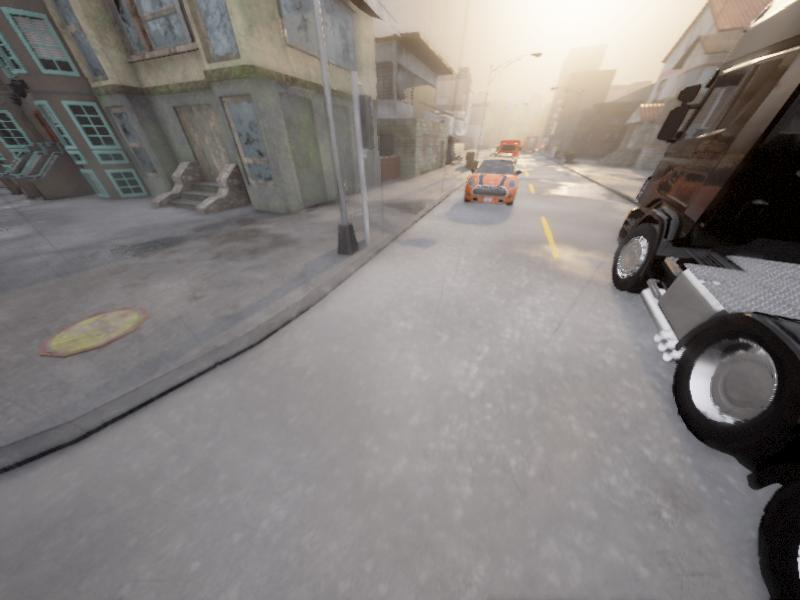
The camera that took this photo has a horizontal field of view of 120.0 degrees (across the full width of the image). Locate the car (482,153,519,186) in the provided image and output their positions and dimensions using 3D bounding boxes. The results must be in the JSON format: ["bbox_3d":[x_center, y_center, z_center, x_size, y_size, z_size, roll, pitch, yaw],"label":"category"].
[{"bbox_3d":[6.991,-9.142,15.974,1.851,1.617,3.988,13,37,18],"label":"car"}]

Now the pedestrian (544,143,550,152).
[{"bbox_3d":[35.456,-36.749,55.748,0.751,1.860,0.751,13,37,18],"label":"pedestrian"}]

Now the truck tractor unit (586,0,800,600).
[{"bbox_3d":[4.328,-0.727,1.399,3.053,4.208,6.516,16,38,22],"label":"truck tractor unit"}]

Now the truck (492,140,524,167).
[{"bbox_3d":[12.527,-17.057,26.740,2.627,2.467,5.204,13,37,18],"label":"truck"}]

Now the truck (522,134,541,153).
[{"bbox_3d":[33.139,-39.845,58.748,2.891,3.827,8.468,13,37,18],"label":"truck"}]

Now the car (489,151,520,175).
[{"bbox_3d":[9.575,-12.638,21.136,2.038,1.542,4.974,13,37,18],"label":"car"}]

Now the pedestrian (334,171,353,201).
[{"bbox_3d":[-2.464,-4.999,10.164,0.500,1.100,0.500,13,37,19],"label":"pedestrian"}]

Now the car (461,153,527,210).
[{"bbox_3d":[4.477,-5.780,10.908,2.097,1.767,4.553,13,37,18],"label":"car"}]

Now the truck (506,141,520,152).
[{"bbox_3d":[29.553,-40.306,60.624,2.627,2.467,5.204,13,37,18],"label":"truck"}]
